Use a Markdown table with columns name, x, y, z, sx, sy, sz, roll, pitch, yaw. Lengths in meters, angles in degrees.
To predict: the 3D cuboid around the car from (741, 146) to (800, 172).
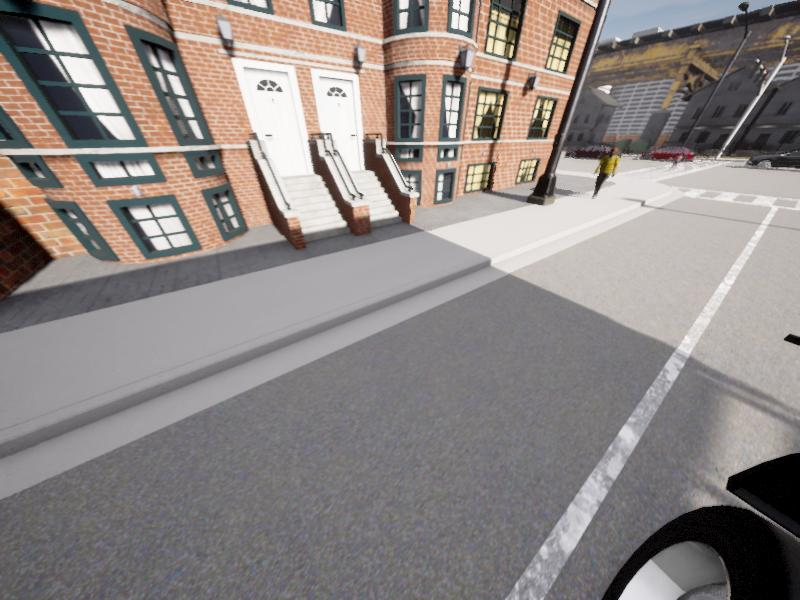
| name | x | y | z | sx | sy | sz | roll | pitch | yaw |
| --- | --- | --- | --- | --- | --- | --- | --- | --- | --- |
| car | 30.173 | -10.544 | 17.324 | 1.837 | 1.490 | 4.892 | -21 | 40 | -27 |

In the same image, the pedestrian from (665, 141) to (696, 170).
| name | x | y | z | sx | sy | sz | roll | pitch | yaw |
| --- | --- | --- | --- | --- | --- | --- | --- | --- | --- |
| pedestrian | 21.893 | -11.263 | 18.053 | 0.751 | 1.860 | 0.751 | -25 | 42 | -30 |

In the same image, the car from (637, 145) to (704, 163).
| name | x | y | z | sx | sy | sz | roll | pitch | yaw |
| --- | --- | --- | --- | --- | --- | --- | --- | --- | --- |
| car | 28.507 | -15.529 | 24.520 | 1.994 | 1.385 | 4.181 | -21 | 40 | -27 |

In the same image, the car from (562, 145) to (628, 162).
| name | x | y | z | sx | sy | sz | roll | pitch | yaw |
| --- | --- | --- | --- | --- | --- | --- | --- | --- | --- |
| car | 22.402 | -17.136 | 26.828 | 2.033 | 1.411 | 5.357 | -21 | 40 | -27 |

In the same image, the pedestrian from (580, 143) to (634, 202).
| name | x | y | z | sx | sy | sz | roll | pitch | yaw |
| --- | --- | --- | --- | --- | --- | --- | --- | --- | --- |
| pedestrian | 7.834 | -4.858 | 8.816 | 0.751 | 1.860 | 0.751 | -26 | 43 | -32 |

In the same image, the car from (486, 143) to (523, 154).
| name | x | y | z | sx | sy | sz | roll | pitch | yaw |
| --- | --- | --- | --- | --- | --- | --- | --- | --- | --- |
| car | 17.196 | -25.196 | 38.308 | 2.033 | 1.411 | 5.357 | -21 | 40 | -27 |
